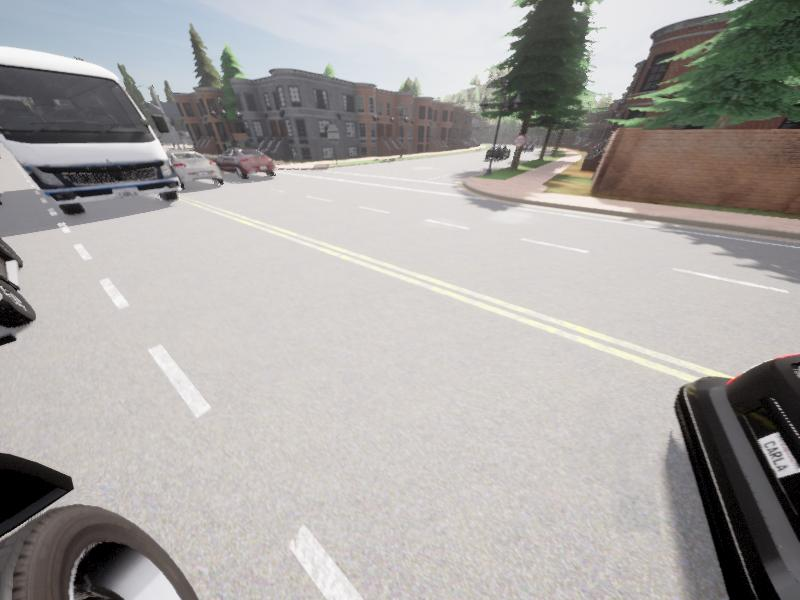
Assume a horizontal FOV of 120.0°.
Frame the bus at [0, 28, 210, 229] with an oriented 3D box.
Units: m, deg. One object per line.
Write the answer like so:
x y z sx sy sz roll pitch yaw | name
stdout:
-13.095 -6.482 9.283 10.273 4.253 3.944 22 41 28 | bus

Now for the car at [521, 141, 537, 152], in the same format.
25.776 -30.623 46.075 2.033 1.649 4.856 17 38 22 | car

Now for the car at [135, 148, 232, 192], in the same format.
-11.998 -7.335 12.781 5.027 1.651 2.152 22 41 28 | car

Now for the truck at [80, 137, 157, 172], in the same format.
-23.150 -12.079 18.986 6.274 2.098 2.390 22 41 28 | truck

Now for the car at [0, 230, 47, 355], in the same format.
-7.214 -0.565 3.009 4.605 1.855 1.932 22 41 28 | car

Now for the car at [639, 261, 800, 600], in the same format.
3.621 1.505 0.413 3.988 1.617 1.851 22 41 28 | car

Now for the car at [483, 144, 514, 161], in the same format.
12.137 -18.108 28.326 1.837 1.490 4.892 23 42 29 | car

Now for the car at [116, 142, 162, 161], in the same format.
-29.842 -17.075 26.418 4.856 1.649 2.033 22 41 28 | car

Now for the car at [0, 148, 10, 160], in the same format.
-45.600 -15.937 24.697 5.366 1.575 1.801 9 37 12 | car

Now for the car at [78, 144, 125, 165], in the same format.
-29.292 -14.325 22.657 4.193 1.474 1.816 22 41 28 | car

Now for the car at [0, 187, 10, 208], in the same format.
-16.748 -4.308 8.528 3.633 1.501 1.845 22 41 28 | car

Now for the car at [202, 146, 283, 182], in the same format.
-10.528 -9.197 15.437 5.027 1.651 2.152 22 41 28 | car

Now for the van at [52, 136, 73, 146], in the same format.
-81.337 -38.222 55.595 4.442 1.987 1.775 22 41 28 | van

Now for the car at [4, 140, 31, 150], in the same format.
-72.097 -29.291 43.525 5.357 1.411 2.033 22 41 28 | car
